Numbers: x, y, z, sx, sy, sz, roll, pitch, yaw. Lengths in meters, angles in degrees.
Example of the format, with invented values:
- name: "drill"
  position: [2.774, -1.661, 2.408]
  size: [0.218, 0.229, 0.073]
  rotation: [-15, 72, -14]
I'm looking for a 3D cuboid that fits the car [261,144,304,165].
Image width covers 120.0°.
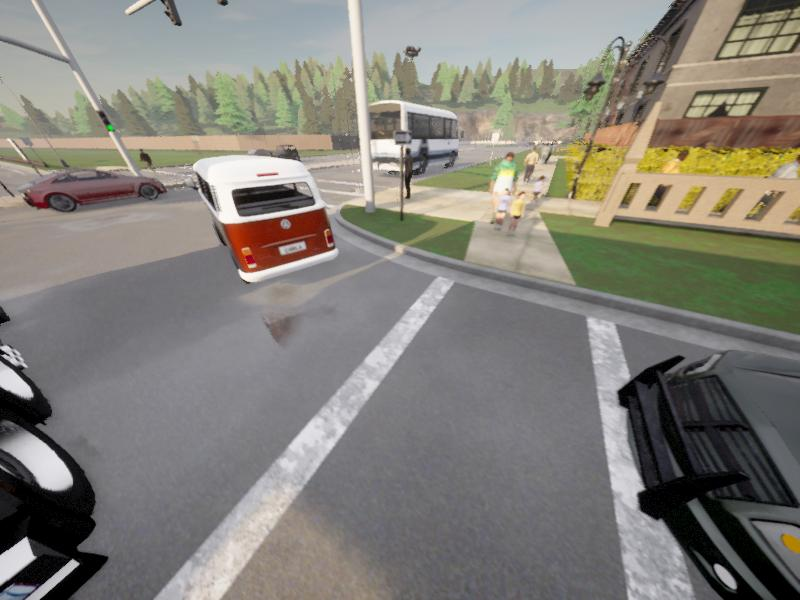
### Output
- name: "car"
  position: [-13.853, -17.413, 27.505]
  size: [1.905, 1.878, 3.866]
  rotation: [18, 39, 25]

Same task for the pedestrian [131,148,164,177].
- name: "pedestrian"
  position: [-18.942, -10.352, 17.389]
  size: [0.751, 1.860, 0.751]
  rotation: [14, 37, 20]

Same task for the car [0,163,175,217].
- name: "car"
  position: [-13.139, -4.964, 10.065]
  size: [1.994, 1.385, 4.181]
  rotation: [17, 38, 23]

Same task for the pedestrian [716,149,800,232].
- name: "pedestrian"
  position: [9.875, -2.916, 6.167]
  size: [0.751, 1.860, 0.751]
  rotation: [19, 39, 25]

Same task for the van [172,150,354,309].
- name: "van"
  position: [-3.214, -2.053, 5.201]
  size: [2.069, 2.038, 4.480]
  rotation: [-26, 42, -31]

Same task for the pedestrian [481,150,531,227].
- name: "pedestrian"
  position: [2.891, -3.126, 6.533]
  size: [0.751, 1.860, 0.751]
  rotation: [5, 35, 8]

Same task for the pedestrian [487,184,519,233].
- name: "pedestrian"
  position: [2.774, -2.478, 6.269]
  size: [0.500, 1.100, 0.500]
  rotation: [17, 38, 23]

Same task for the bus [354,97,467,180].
- name: "bus"
  position: [1.481, -12.899, 18.806]
  size: [3.944, 4.253, 10.273]
  rotation: [20, 39, 26]

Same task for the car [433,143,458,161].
- name: "car"
  position: [6.094, -19.935, 30.942]
  size: [1.905, 1.878, 3.866]
  rotation: [18, 39, 25]

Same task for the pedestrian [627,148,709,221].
- name: "pedestrian"
  position: [7.961, -3.485, 7.002]
  size: [0.751, 1.860, 0.751]
  rotation: [17, 39, 24]

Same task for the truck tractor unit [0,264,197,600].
- name: "truck tractor unit"
  position: [-5.111, -0.299, 0.782]
  size: [6.516, 4.208, 3.053]
  rotation: [18, 39, 24]

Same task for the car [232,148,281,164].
- name: "car"
  position: [-17.417, -17.698, 28.338]
  size: [1.812, 1.442, 4.674]
  rotation: [18, 39, 25]

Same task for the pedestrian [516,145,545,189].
- name: "pedestrian"
  position: [6.502, -6.644, 11.556]
  size: [0.751, 1.860, 0.751]
  rotation: [18, 39, 25]

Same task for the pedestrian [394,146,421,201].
- name: "pedestrian"
  position: [0.299, -5.122, 9.372]
  size: [0.751, 1.860, 0.751]
  rotation: [18, 39, 24]

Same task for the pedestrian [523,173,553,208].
- name: "pedestrian"
  position: [4.976, -3.971, 8.393]
  size: [0.500, 1.100, 0.500]
  rotation: [1, 35, 2]

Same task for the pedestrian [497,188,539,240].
- name: "pedestrian"
  position: [2.926, -2.153, 5.800]
  size: [0.500, 1.100, 0.500]
  rotation: [-5, 35, -7]

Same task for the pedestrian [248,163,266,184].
- name: "pedestrian"
  position: [-9.105, -8.062, 14.719]
  size: [0.500, 1.100, 0.500]
  rotation: [10, 36, 14]

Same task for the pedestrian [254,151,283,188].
- name: "pedestrian"
  position: [-7.856, -7.856, 13.899]
  size: [0.751, 1.860, 0.751]
  rotation: [19, 39, 26]

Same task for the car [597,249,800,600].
- name: "car"
  position: [3.983, 1.435, 0.570]
  size: [4.974, 1.542, 2.038]
  rotation: [19, 39, 25]
